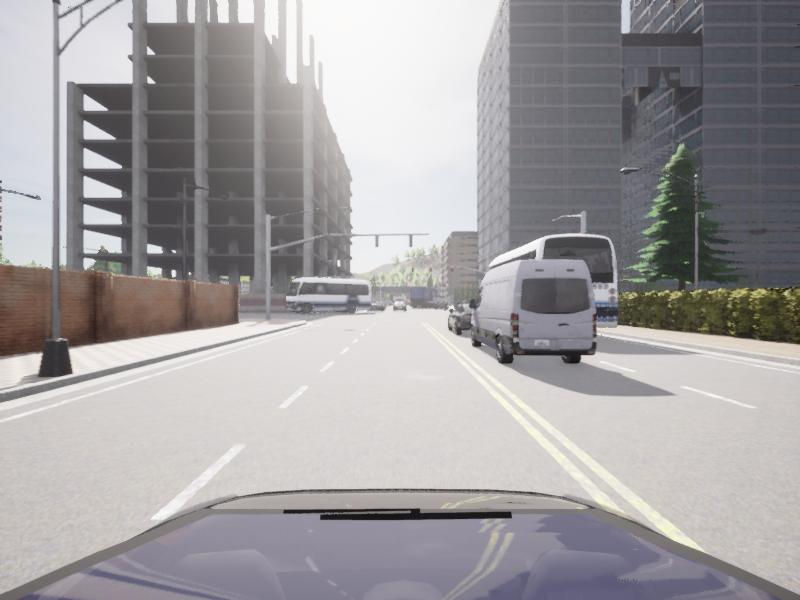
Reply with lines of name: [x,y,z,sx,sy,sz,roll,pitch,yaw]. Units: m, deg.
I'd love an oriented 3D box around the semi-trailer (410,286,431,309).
semi-trailer: [4.540,-0.467,86.159,2.717,4.402,14.254,0,0,10]

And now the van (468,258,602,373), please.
van: [3.501,0.345,11.859,1.988,2.561,5.915,0,0,0]

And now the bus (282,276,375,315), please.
bus: [-8.427,-0.443,48.200,10.273,4.253,3.944,0,1,-35]

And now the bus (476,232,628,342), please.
bus: [6.868,-0.497,20.636,3.944,4.253,10.273,0,0,0]

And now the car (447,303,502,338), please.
car: [3.485,0.905,19.614,1.812,1.442,4.674,0,0,0]

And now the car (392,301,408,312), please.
car: [-0.032,0.935,56.573,2.128,1.511,4.902,0,0,0]

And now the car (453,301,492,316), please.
car: [7.708,0.891,42.527,3.705,1.549,1.789,0,1,32]
